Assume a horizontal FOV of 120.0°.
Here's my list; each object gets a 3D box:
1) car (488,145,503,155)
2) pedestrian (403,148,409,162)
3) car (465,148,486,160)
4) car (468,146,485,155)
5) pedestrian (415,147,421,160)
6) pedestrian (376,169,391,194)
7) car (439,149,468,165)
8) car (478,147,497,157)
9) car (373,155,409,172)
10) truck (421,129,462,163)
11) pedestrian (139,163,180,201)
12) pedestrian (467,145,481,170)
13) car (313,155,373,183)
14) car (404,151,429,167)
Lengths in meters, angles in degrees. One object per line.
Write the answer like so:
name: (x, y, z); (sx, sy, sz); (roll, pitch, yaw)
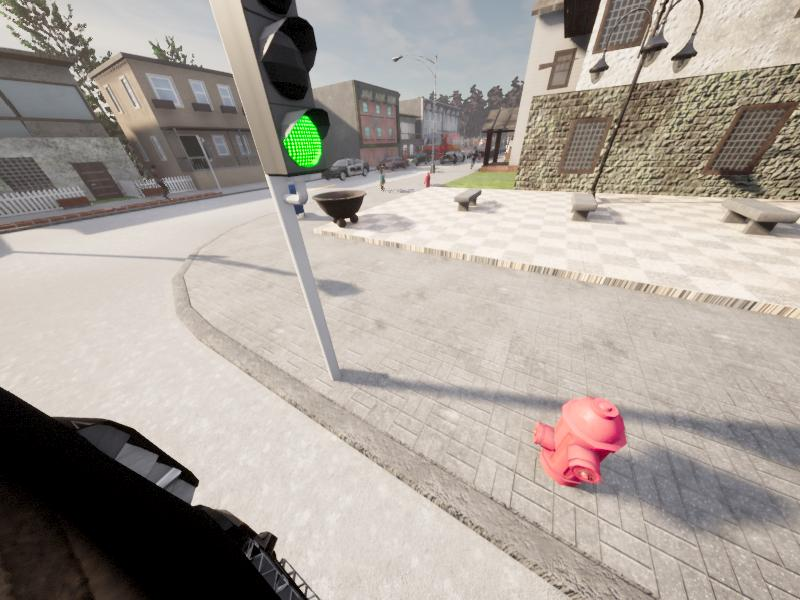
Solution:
car: (19.939, -31.219, 48.088); (1.812, 1.442, 4.674); (16, 38, 27)
pedestrian: (0.927, -22.984, 36.544); (0.751, 1.860, 0.751); (11, 36, 20)
car: (12.263, -23.640, 37.339); (1.994, 1.385, 4.181); (16, 38, 26)
car: (16.493, -32.182, 49.768); (2.163, 1.488, 4.792); (16, 38, 26)
pedestrian: (3.125, -25.086, 39.539); (0.751, 1.860, 0.751); (15, 37, 25)
pedestrian: (-0.863, -6.223, 12.129); (0.500, 1.100, 0.500); (27, 44, 37)
car: (7.002, -18.571, 29.965); (2.038, 1.542, 4.974); (16, 38, 26)
car: (16.255, -27.554, 42.900); (2.033, 1.411, 5.357); (16, 38, 26)
car: (-0.856, -15.213, 25.663); (1.994, 1.385, 4.181); (16, 38, 26)
truck: (6.462, -23.418, 35.229); (2.891, 3.827, 8.468); (16, 38, 26)
pedestrian: (-13.952, -6.885, 13.453); (0.751, 1.860, 0.751); (16, 38, 26)
pedestrian: (6.621, -12.770, 20.737); (0.751, 1.860, 0.751); (17, 38, 27)
car: (-4.761, -11.601, 20.281); (1.930, 1.638, 5.238); (15, 38, 25)
car: (2.189, -18.250, 29.832); (1.789, 1.549, 3.705); (16, 38, 26)
